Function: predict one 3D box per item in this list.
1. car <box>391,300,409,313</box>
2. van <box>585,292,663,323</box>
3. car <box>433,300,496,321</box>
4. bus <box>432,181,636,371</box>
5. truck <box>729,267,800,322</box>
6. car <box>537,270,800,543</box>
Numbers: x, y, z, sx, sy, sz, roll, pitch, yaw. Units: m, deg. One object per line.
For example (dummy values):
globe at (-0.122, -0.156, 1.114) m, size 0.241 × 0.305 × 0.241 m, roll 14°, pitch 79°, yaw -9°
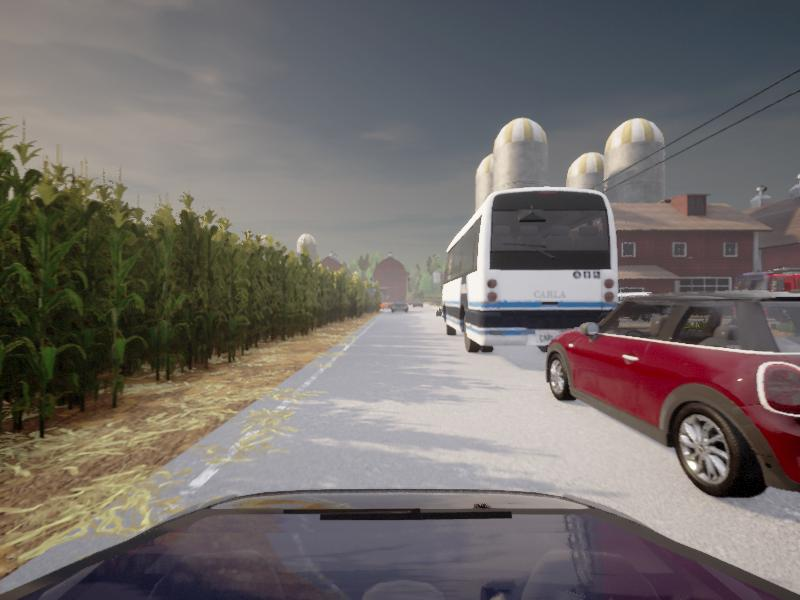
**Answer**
car at (-0.081, 0.777, 49.507) m, size 2.038 × 1.542 × 4.974 m, roll 0°, pitch 0°, yaw -1°
van at (16.259, 0.503, 29.181) m, size 4.480 × 2.038 × 2.069 m, roll -2°, pitch 0°, yaw -1°
car at (5.093, 0.799, 32.266) m, size 1.837 × 1.490 × 4.892 m, roll -4°, pitch 2°, yaw -41°
bus at (3.408, -0.548, 14.131) m, size 3.944 × 4.253 × 10.273 m, roll 0°, pitch 0°, yaw 1°
truck at (29.605, -0.378, 29.400) m, size 8.468 × 3.827 × 2.891 m, roll 0°, pitch 0°, yaw -1°
car at (3.492, 0.689, 4.871) m, size 2.097 × 1.767 × 4.553 m, roll 0°, pitch 0°, yaw 0°
